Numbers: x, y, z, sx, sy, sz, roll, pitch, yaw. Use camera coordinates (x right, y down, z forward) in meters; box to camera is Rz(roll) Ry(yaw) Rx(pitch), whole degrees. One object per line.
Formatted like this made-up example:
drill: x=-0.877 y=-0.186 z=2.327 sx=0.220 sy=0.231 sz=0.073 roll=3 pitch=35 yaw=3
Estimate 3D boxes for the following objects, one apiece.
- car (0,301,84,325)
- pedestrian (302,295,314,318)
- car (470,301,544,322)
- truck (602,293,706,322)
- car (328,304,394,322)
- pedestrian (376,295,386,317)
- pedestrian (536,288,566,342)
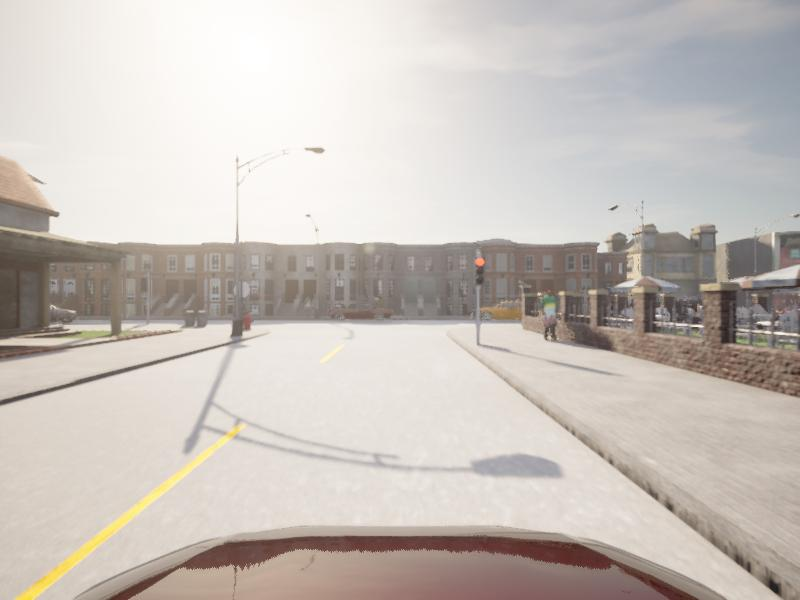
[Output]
car: x=-23.660 y=0.840 z=25.920 sx=4.892 sy=1.490 sz=1.837 roll=0 pitch=0 yaw=0
pedestrian: x=-7.739 y=0.527 z=33.618 sx=0.751 sy=1.860 sz=0.751 roll=0 pitch=0 yaw=11
car: x=7.932 y=0.818 z=29.933 sx=5.008 sy=1.535 sz=1.882 roll=0 pitch=0 yaw=0
truck: x=18.849 y=0.537 z=29.947 sx=6.274 sy=2.098 sz=2.390 roll=0 pitch=0 yaw=0
car: x=-2.857 y=0.939 z=29.924 sx=4.718 sy=1.301 sz=1.895 roll=0 pitch=0 yaw=0
pedestrian: x=-1.641 y=0.527 z=35.361 sx=0.751 sy=1.860 sz=0.751 roll=0 pitch=0 yaw=10
pedestrian: x=5.285 y=0.522 z=14.067 sx=0.751 sy=1.860 sz=0.751 roll=0 pitch=0 yaw=-2
